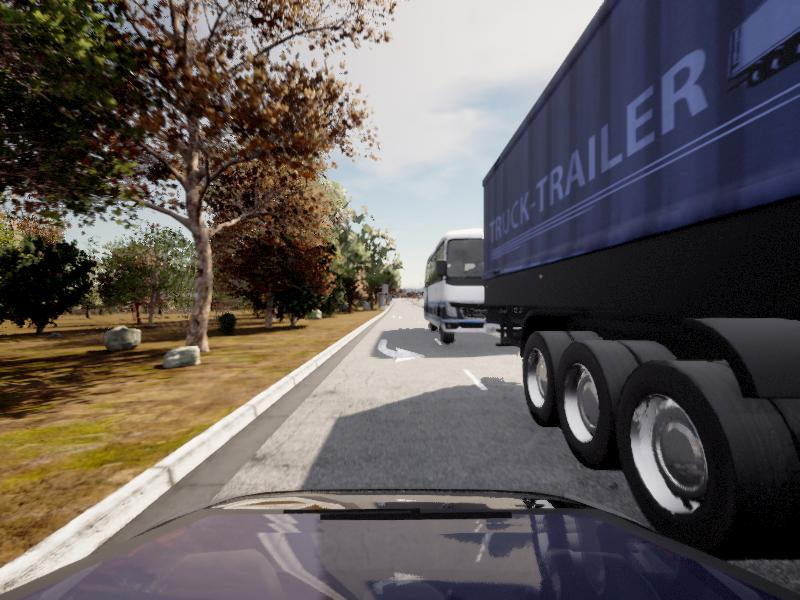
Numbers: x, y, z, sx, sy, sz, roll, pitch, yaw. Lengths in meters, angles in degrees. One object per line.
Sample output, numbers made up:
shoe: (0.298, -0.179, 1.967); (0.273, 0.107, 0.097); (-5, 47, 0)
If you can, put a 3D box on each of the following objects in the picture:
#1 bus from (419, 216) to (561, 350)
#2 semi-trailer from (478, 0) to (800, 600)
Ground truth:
bus: (3.109, -0.519, 17.874); (3.944, 4.253, 10.273); (0, 0, 0)
semi-trailer: (2.991, -0.620, 1.257); (2.717, 4.402, 14.254); (0, 0, 0)
